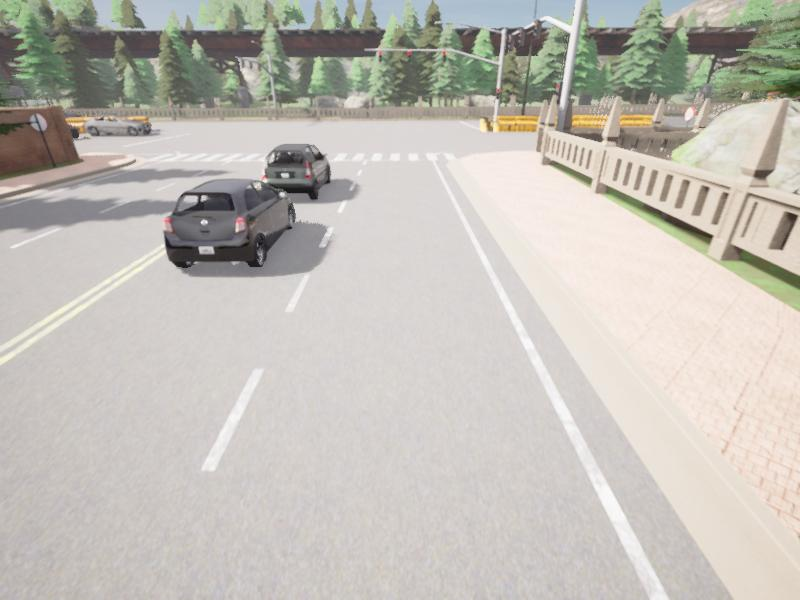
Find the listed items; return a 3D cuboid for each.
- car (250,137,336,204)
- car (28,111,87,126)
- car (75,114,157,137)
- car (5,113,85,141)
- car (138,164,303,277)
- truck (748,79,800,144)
[{"bbox_3d":[-3.518,-4.636,13.957,1.851,1.617,3.988,0,27,0],"label":"car"},{"bbox_3d":[-39.823,-21.189,46.651,4.892,1.490,1.837,0,27,0],"label":"car"},{"bbox_3d":[-24.076,-14.887,34.094,5.027,1.651,2.152,0,27,0],"label":"car"},{"bbox_3d":[-27.318,-13.403,30.930,3.866,1.878,1.905,0,27,0],"label":"car"},{"bbox_3d":[-3.511,-1.920,8.741,1.845,1.501,3.633,0,27,0],"label":"car"},{"bbox_3d":[29.743,-12.786,27.137,8.468,3.827,2.891,0,27,0],"label":"truck"}]
